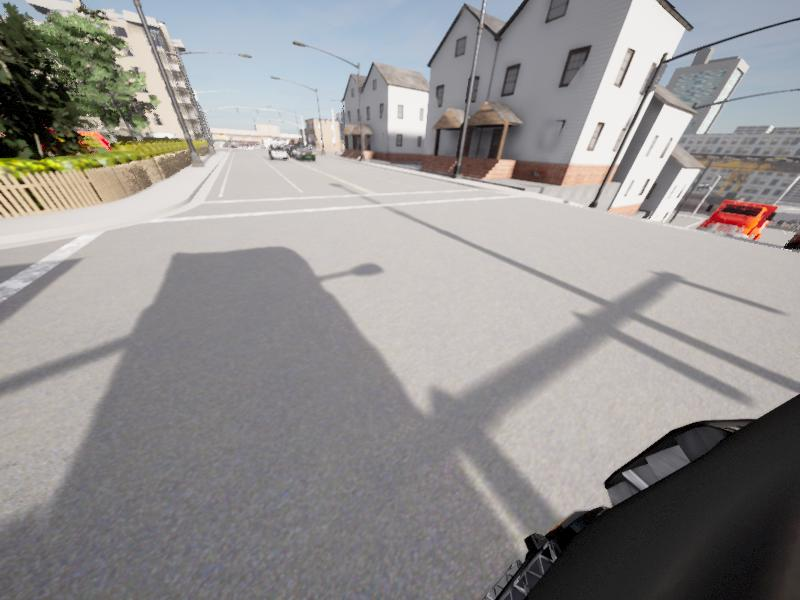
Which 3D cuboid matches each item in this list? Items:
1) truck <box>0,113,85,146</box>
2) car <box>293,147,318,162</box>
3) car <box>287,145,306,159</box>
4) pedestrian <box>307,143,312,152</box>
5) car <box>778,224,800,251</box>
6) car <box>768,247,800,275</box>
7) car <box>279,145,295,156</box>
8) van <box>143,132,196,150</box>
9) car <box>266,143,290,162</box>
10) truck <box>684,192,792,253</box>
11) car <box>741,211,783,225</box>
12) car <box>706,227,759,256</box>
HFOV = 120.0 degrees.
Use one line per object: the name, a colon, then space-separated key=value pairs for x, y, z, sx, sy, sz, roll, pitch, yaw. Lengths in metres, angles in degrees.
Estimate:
truck: x=-57.890 y=-26.818 z=36.419 sx=8.468 sy=3.827 sz=2.891 roll=-15 pitch=37 yaw=-24
car: x=-13.183 y=-20.208 z=32.045 sx=2.038 sy=1.542 sz=4.974 roll=-16 pitch=38 yaw=-26
car: x=-16.554 y=-23.620 z=36.861 sx=1.851 sy=1.617 sz=3.988 roll=-16 pitch=38 yaw=-26
pedestrian: x=-23.601 y=-39.653 z=60.186 sx=0.751 sy=1.860 sz=0.751 roll=-21 pitch=41 yaw=-32
car: x=15.686 y=-2.115 z=7.921 sx=4.181 sy=1.385 sz=1.994 roll=-5 pitch=33 yaw=-25
car: x=37.052 y=-3.607 z=21.700 sx=4.605 sy=1.855 sz=1.932 roll=-4 pitch=32 yaw=-32
car: x=-21.575 y=-28.588 z=44.113 sx=1.812 sy=1.442 sz=4.674 roll=-16 pitch=38 yaw=-26
van: x=-43.432 y=-30.109 z=43.793 sx=6.366 sy=2.431 sz=2.351 roll=-15 pitch=38 yaw=-25
car: x=-15.902 y=-19.197 z=29.989 sx=1.932 sy=1.855 sz=4.605 roll=-15 pitch=38 yaw=-25
truck: x=21.294 y=-4.796 z=14.749 sx=5.204 sy=2.467 sz=2.627 roll=-3 pitch=31 yaw=-34
car: x=78.519 y=-17.886 z=50.212 sx=2.038 sy=1.542 sz=4.974 roll=10 pitch=34 yaw=10
car: x=27.027 y=-4.710 z=18.791 sx=4.193 sy=1.474 sz=1.816 roll=-3 pitch=31 yaw=-34
